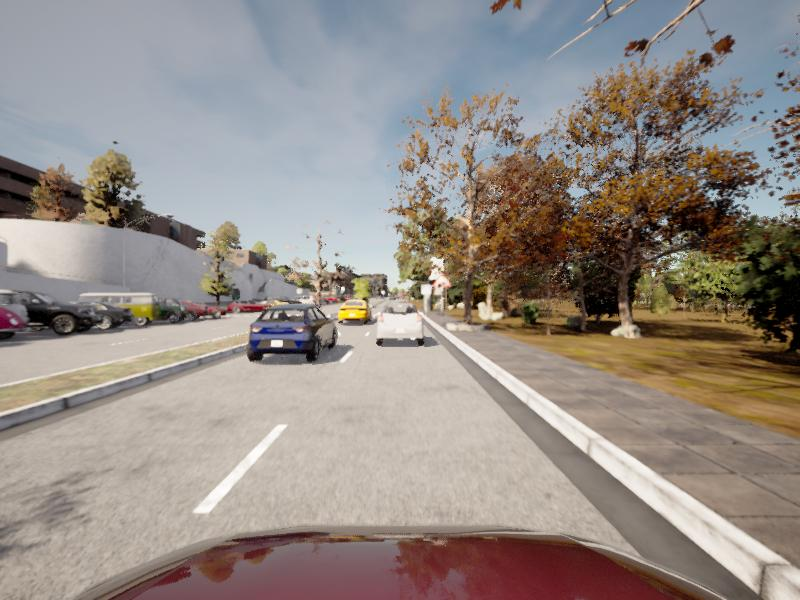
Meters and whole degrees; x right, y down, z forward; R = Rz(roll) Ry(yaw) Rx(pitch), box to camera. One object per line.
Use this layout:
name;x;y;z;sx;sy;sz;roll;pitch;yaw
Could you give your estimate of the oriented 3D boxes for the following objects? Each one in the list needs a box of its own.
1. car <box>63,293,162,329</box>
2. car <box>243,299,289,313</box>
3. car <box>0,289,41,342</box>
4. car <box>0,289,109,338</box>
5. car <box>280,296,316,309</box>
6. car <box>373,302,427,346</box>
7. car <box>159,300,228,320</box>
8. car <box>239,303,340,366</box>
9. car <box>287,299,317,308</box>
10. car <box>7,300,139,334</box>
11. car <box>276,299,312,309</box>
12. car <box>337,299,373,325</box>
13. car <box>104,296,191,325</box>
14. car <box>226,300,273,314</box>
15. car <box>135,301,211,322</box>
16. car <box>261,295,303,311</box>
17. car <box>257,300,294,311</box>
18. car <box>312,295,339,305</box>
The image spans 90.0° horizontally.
car;-16.966;0.576;23.926;4.442;1.987;1.878;-1;0;-20
car;-17.007;0.704;50.882;5.366;1.575;1.946;-1;1;-20
car;-16.755;0.604;15.064;4.442;1.987;1.878;-1;0;-20
car;-16.837;0.570;18.018;5.566;2.045;2.435;-1;0;-20
car;-16.854;0.329;65.953;5.566;2.045;2.435;-1;1;-20
car;0.001;0.817;15.390;1.845;1.501;3.633;0;0;0
car;-16.823;0.799;32.952;4.792;1.488;2.163;-1;0;-20
car;-3.000;0.856;11.818;1.816;1.474;4.193;0;0;0
car;-16.849;0.569;68.955;4.792;1.488;2.163;-1;1;-20
car;-16.850;0.812;20.987;4.892;1.521;2.231;-1;0;-20
car;-16.655;0.609;63.028;5.366;1.575;1.946;-1;0;-20
car;-2.996;0.759;27.520;1.882;1.535;5.008;0;1;0
car;-16.824;0.664;26.961;4.553;1.767;2.185;-1;0;-20
car;-16.814;0.757;44.958;4.792;1.488;2.163;-1;0;-20
car;-16.846;0.820;29.934;4.674;1.452;2.002;-1;0;-20
car;-16.809;0.420;56.973;5.566;2.045;2.435;-1;0;-20
car;-16.838;0.728;53.955;4.674;1.452;2.002;-1;0;-20
car;-16.787;-0.088;89.992;5.566;2.045;2.435;-1;1;-20
